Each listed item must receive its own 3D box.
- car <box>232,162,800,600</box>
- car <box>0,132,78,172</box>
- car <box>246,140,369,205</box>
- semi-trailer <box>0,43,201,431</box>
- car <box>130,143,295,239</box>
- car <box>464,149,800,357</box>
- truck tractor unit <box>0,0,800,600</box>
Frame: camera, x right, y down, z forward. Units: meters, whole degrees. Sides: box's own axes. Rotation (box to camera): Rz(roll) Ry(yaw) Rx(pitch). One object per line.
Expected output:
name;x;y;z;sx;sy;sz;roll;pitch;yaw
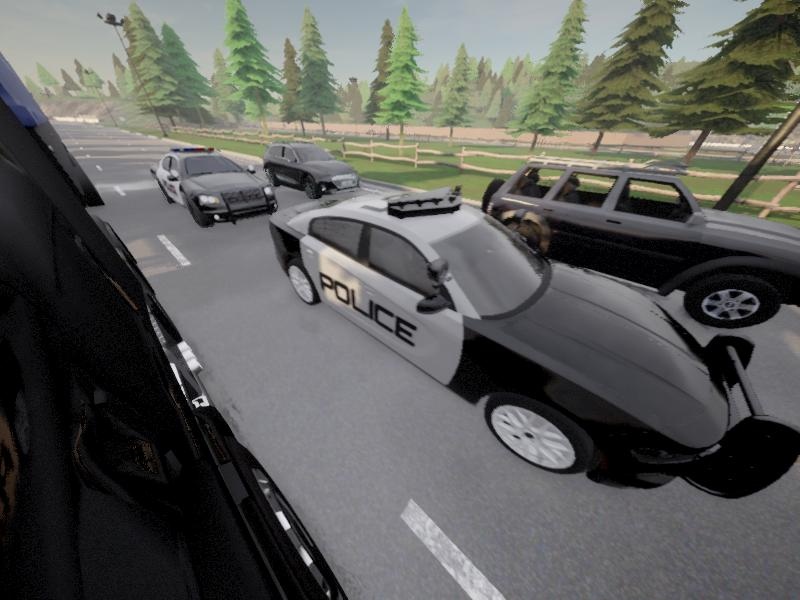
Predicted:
car;0.415;-0.378;2.755;5.238;1.638;1.930;28;44;30
car;-19.050;-7.837;12.057;4.181;1.385;1.994;28;43;30
car;-3.690;-5.273;9.173;4.856;1.649;2.033;27;43;31
semi-trailer;-8.701;-3.575;4.267;14.254;4.402;2.717;28;44;30
car;-5.510;-3.471;6.720;4.974;1.542;2.038;28;44;30
car;3.852;-1.387;4.096;4.605;1.855;1.932;28;44;30
truck tractor unit;-2.645;-0.295;0.351;6.516;4.208;3.053;28;44;30
